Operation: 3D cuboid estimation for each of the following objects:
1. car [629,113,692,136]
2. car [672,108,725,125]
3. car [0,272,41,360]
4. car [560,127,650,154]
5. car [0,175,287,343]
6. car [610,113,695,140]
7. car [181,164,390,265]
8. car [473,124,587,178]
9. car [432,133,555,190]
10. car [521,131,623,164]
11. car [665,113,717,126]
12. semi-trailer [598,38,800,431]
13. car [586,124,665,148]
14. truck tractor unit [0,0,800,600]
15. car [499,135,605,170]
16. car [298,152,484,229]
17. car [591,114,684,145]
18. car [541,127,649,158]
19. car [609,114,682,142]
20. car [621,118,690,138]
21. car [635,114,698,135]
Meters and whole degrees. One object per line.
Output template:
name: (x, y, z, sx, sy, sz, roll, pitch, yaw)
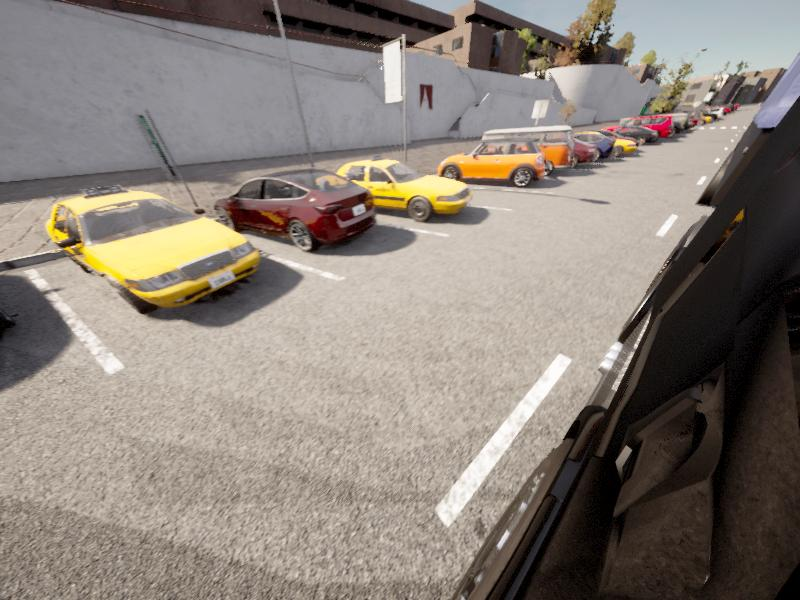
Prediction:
car: (31.278, -21.208, 28.000, 4.442, 1.987, 1.878, 17, 42, 26)
car: (56.656, -34.980, 44.076, 5.566, 2.045, 2.435, 17, 41, 26)
car: (-7.447, -0.084, 3.037, 4.674, 1.452, 2.002, 17, 41, 25)
car: (15.432, -12.269, 17.846, 4.792, 1.488, 2.163, 17, 41, 26)
car: (-5.005, -1.286, 4.422, 5.366, 1.575, 1.946, 17, 40, 25)
car: (26.840, -18.705, 25.006, 5.566, 2.045, 2.435, 17, 41, 26)
car: (-2.907, -2.523, 6.016, 4.792, 1.488, 2.163, 17, 41, 25)
car: (6.358, -7.548, 11.757, 4.442, 1.987, 1.878, 17, 40, 25)
car: (3.994, -6.268, 10.360, 4.553, 1.767, 2.185, 17, 41, 25)
car: (10.806, -9.819, 14.920, 4.792, 1.488, 2.163, 17, 41, 25)
car: (51.881, -32.312, 41.373, 5.366, 1.575, 1.946, 17, 42, 26)
semi-trailer: (8.699, -3.592, 4.245, 14.254, 4.402, 2.717, -28, 43, -30)
car: (19.978, -14.742, 20.797, 4.674, 1.452, 2.002, 17, 41, 26)
truck tractor unit: (2.645, -0.295, 0.351, 6.516, 4.208, 3.053, -28, 44, -30)
car: (8.551, -8.579, 13.433, 4.674, 1.452, 2.002, 17, 41, 25)
car: (-0.435, -3.706, 7.396, 5.366, 1.575, 1.946, 17, 40, 25)
car: (22.218, -16.224, 22.101, 5.566, 2.045, 2.435, 17, 41, 26)
car: (13.282, -11.025, 16.290, 5.366, 1.575, 1.946, 17, 41, 25)
car: (24.634, -17.416, 23.522, 4.442, 1.987, 1.878, 17, 41, 26)
car: (29.114, -19.750, 26.622, 4.892, 1.521, 2.231, 17, 41, 26)
car: (33.695, -22.336, 29.458, 4.553, 1.767, 2.185, 17, 42, 26)
